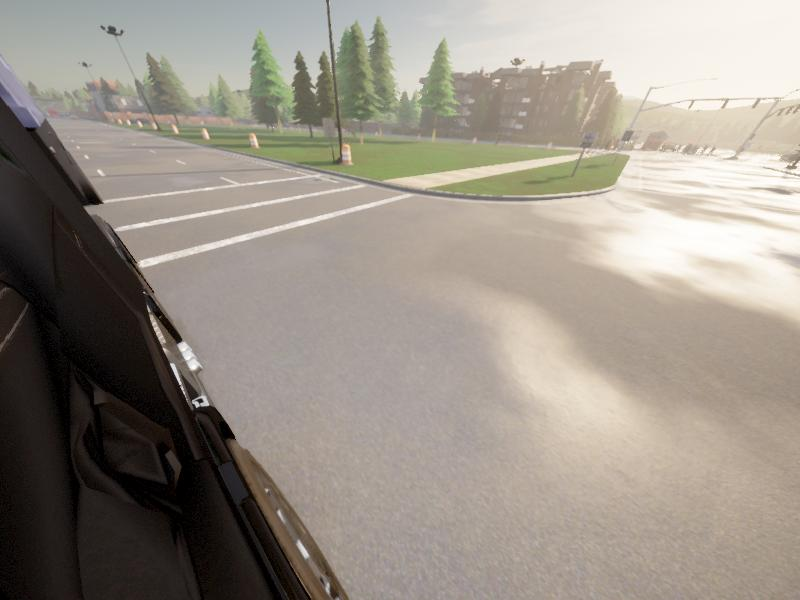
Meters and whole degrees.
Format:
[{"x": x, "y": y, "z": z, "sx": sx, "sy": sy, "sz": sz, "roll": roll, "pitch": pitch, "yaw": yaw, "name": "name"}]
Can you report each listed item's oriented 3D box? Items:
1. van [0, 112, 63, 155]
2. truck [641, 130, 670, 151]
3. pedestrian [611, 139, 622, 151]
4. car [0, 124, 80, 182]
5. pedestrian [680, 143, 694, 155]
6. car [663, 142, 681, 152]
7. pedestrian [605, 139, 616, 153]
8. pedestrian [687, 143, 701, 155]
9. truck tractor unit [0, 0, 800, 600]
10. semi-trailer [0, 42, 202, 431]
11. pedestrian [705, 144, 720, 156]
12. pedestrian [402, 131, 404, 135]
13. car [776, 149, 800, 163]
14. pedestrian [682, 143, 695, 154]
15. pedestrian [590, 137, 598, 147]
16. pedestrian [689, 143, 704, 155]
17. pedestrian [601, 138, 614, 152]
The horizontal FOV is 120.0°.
[{"x": -24.107, "y": -10.824, "z": 14.953, "sx": 4.442, "sy": 1.987, "sz": 1.775, "roll": 28, "pitch": 44, "yaw": 30, "name": "van"}, {"x": 61.353, "y": -38.342, "z": 55.613, "sx": 2.891, "sy": 3.827, "sz": 8.468, "roll": 28, "pitch": 43, "yaw": 30, "name": "truck"}, {"x": 44.797, "y": -32.102, "z": 47.822, "sx": 0.751, "sy": 1.860, "sz": 0.751, "roll": 30, "pitch": 45, "yaw": 32, "name": "pedestrian"}, {"x": -16.201, "y": -6.458, "z": 9.915, "sx": 5.027, "sy": 1.651, "sz": 2.152, "roll": 28, "pitch": 44, "yaw": 30, "name": "car"}, {"x": 56.487, "y": -29.815, "z": 45.501, "sx": 0.751, "sy": 1.860, "sz": 0.751, "roll": 23, "pitch": 41, "yaw": 24, "name": "pedestrian"}, {"x": 63.792, "y": -35.988, "z": 54.250, "sx": 1.905, "sy": 1.878, "sz": 3.866, "roll": 28, "pitch": 44, "yaw": 30, "name": "car"}, {"x": 36.965, "y": -27.025, "z": 40.540, "sx": 0.751, "sy": 1.860, "sz": 0.751, "roll": 27, "pitch": 43, "yaw": 28, "name": "pedestrian"}, {"x": 58.458, "y": -30.023, "z": 45.903, "sx": 0.751, "sy": 1.860, "sz": 0.751, "roll": 25, "pitch": 42, "yaw": 27, "name": "pedestrian"}, {"x": -2.645, "y": -0.295, "z": 0.351, "sx": 6.516, "sy": 4.208, "sz": 3.053, "roll": 28, "pitch": 44, "yaw": 30, "name": "truck tractor unit"}, {"x": -8.699, "y": -3.601, "z": 4.232, "sx": 14.254, "sy": 4.402, "sz": 2.717, "roll": 28, "pitch": 44, "yaw": 30, "name": "semi-trailer"}, {"x": 59.763, "y": -28.685, "z": 44.197, "sx": 0.751, "sy": 1.860, "sz": 0.751, "roll": 27, "pitch": 43, "yaw": 29, "name": "pedestrian"}, {"x": 1.107, "y": -59.384, "z": 81.931, "sx": 0.500, "sy": 1.100, "sz": 0.500, "roll": 28, "pitch": 44, "yaw": 30, "name": "pedestrian"}, {"x": 68.007, "y": -24.775, "z": 39.712, "sx": 1.930, "sy": 1.638, "sz": 5.238, "roll": 28, "pitch": 44, "yaw": 30, "name": "car"}, {"x": 57.236, "y": -30.000, "z": 45.795, "sx": 0.751, "sy": 1.860, "sz": 0.751, "roll": 28, "pitch": 44, "yaw": 30, "name": "pedestrian"}, {"x": 44.650, "y": -36.334, "z": 53.217, "sx": 0.751, "sy": 1.860, "sz": 0.751, "roll": 25, "pitch": 42, "yaw": 27, "name": "pedestrian"}, {"x": 57.714, "y": -29.362, "z": 44.973, "sx": 0.751, "sy": 1.860, "sz": 0.751, "roll": 23, "pitch": 41, "yaw": 25, "name": "pedestrian"}, {"x": 33.865, "y": -25.238, "z": 37.697, "sx": 0.751, "sy": 1.860, "sz": 0.751, "roll": -24, "pitch": 44, "yaw": -31, "name": "pedestrian"}]
